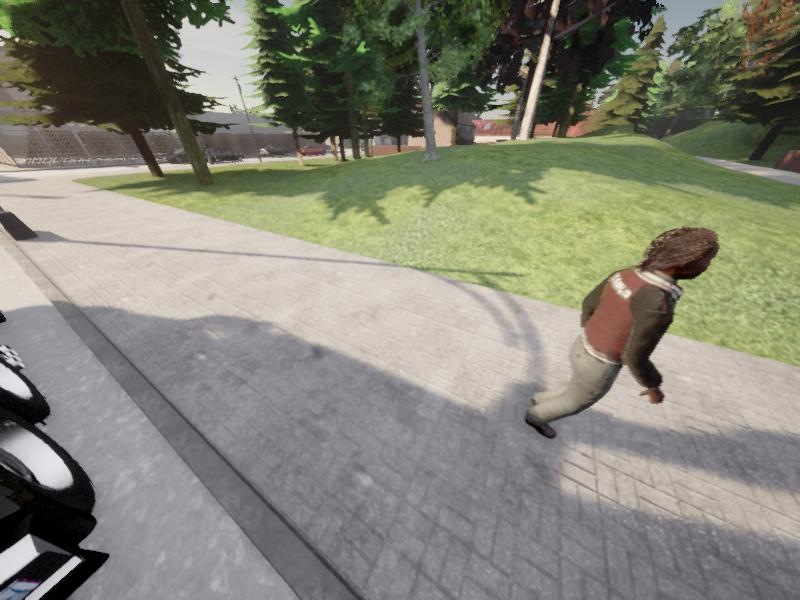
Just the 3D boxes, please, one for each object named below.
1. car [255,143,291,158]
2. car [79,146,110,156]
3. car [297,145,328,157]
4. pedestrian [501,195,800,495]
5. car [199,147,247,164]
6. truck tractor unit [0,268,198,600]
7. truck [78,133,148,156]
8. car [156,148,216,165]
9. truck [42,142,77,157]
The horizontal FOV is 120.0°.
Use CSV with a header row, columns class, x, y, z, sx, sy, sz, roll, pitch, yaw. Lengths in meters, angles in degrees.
class,x,y,z,sx,sy,sz,roll,pitch,yaw
car,-20.149,-23.916,36.884,1.932,1.855,4.605,17,38,23
car,-56.464,-27.520,42.659,5.357,1.415,2.033,18,39,24
car,-14.431,-24.687,38.246,2.007,1.525,4.514,17,38,23
pedestrian,1.357,0.387,1.581,0.751,1.860,0.751,15,38,21
car,-21.562,-17.839,28.402,1.851,1.617,3.988,18,39,25
truck tractor unit,-5.115,-0.297,0.767,6.516,4.208,3.053,18,39,24
truck,-62.487,-34.211,50.707,2.891,3.827,8.468,18,39,24
car,-26.197,-17.804,28.490,1.837,1.490,4.892,18,39,24
truck,-58.591,-25.855,39.741,4.478,2.038,2.069,18,39,24
